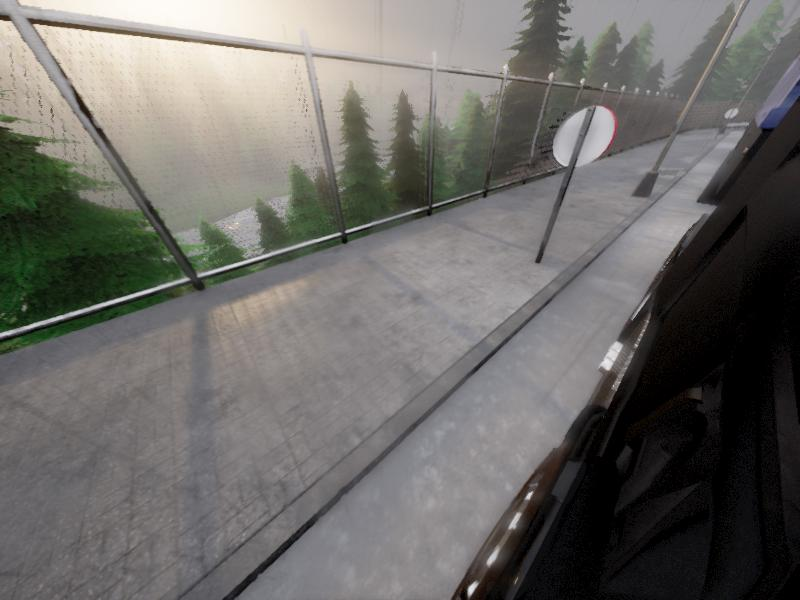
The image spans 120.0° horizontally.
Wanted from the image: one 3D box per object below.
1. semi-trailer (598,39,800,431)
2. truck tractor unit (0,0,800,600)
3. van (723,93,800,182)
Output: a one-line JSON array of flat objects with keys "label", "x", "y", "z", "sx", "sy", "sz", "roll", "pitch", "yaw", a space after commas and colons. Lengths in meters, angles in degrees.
[{"label": "semi-trailer", "x": 8.688, "y": -3.620, "z": 4.226, "sx": 14.254, "sy": 4.402, "sz": 2.717, "roll": -28, "pitch": 44, "yaw": -30}, {"label": "truck tractor unit", "x": 2.645, "y": -0.295, "z": 0.351, "sx": 6.516, "sy": 4.208, "sz": 3.053, "roll": -28, "pitch": 44, "yaw": -30}, {"label": "van", "x": 16.349, "y": -6.956, "z": 9.737, "sx": 5.915, "sy": 2.561, "sz": 1.988, "roll": -28, "pitch": 44, "yaw": -30}]
